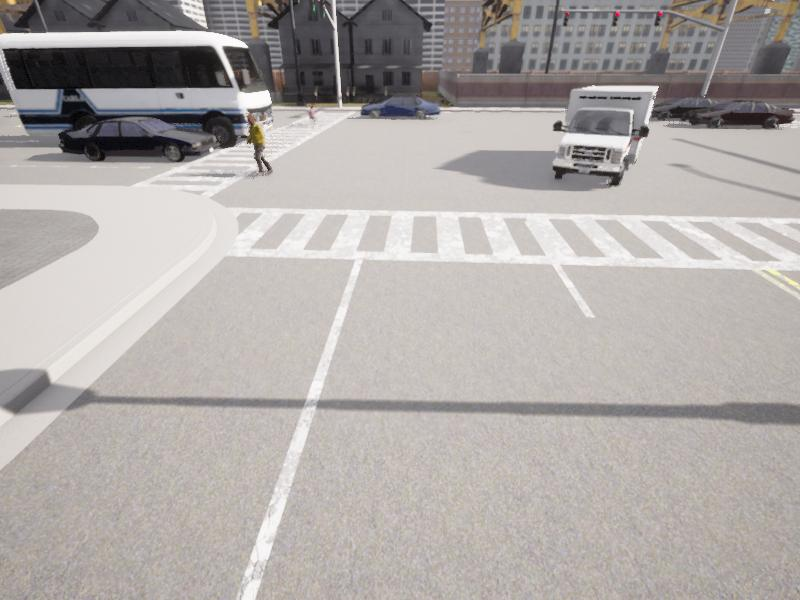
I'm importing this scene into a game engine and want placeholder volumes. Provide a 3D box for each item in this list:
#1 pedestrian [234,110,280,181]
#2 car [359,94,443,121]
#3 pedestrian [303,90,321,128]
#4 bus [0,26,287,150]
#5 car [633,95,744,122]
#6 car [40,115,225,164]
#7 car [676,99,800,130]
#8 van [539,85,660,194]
[{"bbox_3d":[-4.337,-4.711,12.198,0.751,1.860,0.751,24,38,35],"label":"pedestrian"},{"bbox_3d":[0.085,-12.894,26.730,5.357,1.411,2.033,2,30,3],"label":"car"},{"bbox_3d":[-4.972,-10.783,22.599,0.751,1.860,0.751,-4,30,-7],"label":"pedestrian"},{"bbox_3d":[-10.907,-9.178,17.531,10.273,4.253,3.944,1,30,3],"label":"bus"},{"bbox_3d":[18.500,-12.402,25.901,5.357,1.411,2.033,2,30,3],"label":"car"},{"bbox_3d":[-9.804,-6.088,15.062,5.357,1.411,2.033,1,30,2],"label":"car"},{"bbox_3d":[19.302,-10.613,22.838,5.357,1.411,2.033,2,30,3],"label":"car"},{"bbox_3d":[6.799,-5.640,13.282,2.351,2.431,6.366,16,34,26],"label":"van"}]
